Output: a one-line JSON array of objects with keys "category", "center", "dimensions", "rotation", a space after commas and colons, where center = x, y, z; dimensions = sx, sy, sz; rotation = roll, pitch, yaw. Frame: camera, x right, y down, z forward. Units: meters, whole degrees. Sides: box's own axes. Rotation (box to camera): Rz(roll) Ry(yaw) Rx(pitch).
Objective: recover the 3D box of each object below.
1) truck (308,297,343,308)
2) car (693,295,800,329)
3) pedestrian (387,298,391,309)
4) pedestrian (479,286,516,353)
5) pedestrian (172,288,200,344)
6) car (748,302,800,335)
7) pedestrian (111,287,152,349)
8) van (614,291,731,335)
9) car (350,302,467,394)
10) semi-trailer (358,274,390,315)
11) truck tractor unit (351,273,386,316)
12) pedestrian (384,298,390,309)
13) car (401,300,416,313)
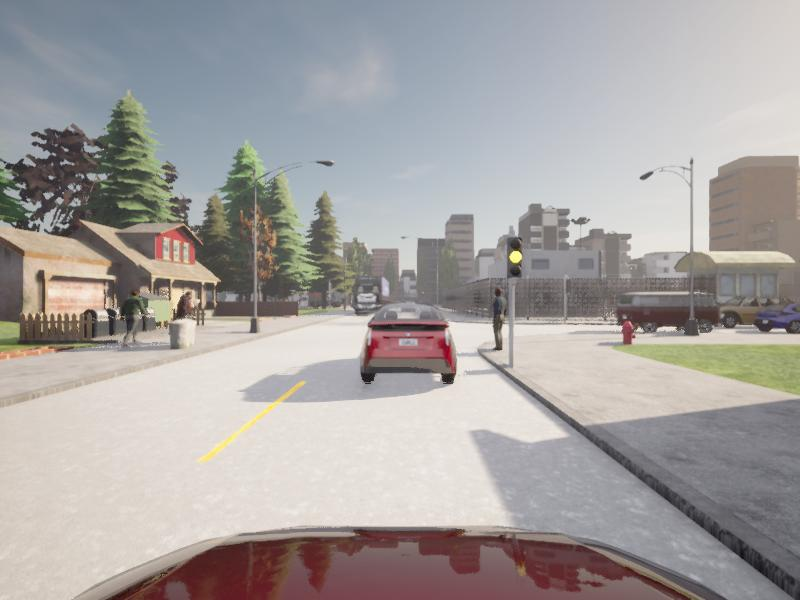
[{"category": "truck", "center": [-14.363, 0.536, 77.468], "dimensions": [6.274, 2.098, 2.390], "rotation": [0, 0, 1]}, {"category": "car", "center": [19.941, 0.650, 23.076], "dimensions": [4.605, 1.855, 1.932], "rotation": [0, 0, 3]}, {"category": "pedestrian", "center": [-1.840, 0.631, 67.472], "dimensions": [0.751, 1.860, 0.751], "rotation": [0, 0, 3]}, {"category": "pedestrian", "center": [2.845, 0.533, 11.630], "dimensions": [0.751, 1.860, 0.751], "rotation": [0, 0, -41]}, {"category": "pedestrian", "center": [-7.379, 0.532, 13.821], "dimensions": [0.751, 1.860, 0.751], "rotation": [0, 0, -22]}, {"category": "car", "center": [19.645, 0.852, 19.217], "dimensions": [4.193, 1.474, 1.816], "rotation": [0, 0, 1]}, {"category": "pedestrian", "center": [-8.243, 0.532, 12.311], "dimensions": [0.751, 1.860, 0.751], "rotation": [0, 0, 1]}, {"category": "van", "center": [13.013, 0.597, 19.316], "dimensions": [4.442, 1.987, 1.775], "rotation": [0, 0, 0]}, {"category": "car", "center": [0.187, 0.828, 9.070], "dimensions": [2.007, 1.525, 4.514], "rotation": [0, 0, 1]}, {"category": "semi-trailer", "center": [-2.970, -0.622, 49.845], "dimensions": [2.717, 4.402, 14.254], "rotation": [0, 0, 1]}, {"category": "truck tractor unit", "center": [-3.158, -0.523, 41.933], "dimensions": [3.053, 4.208, 6.516], "rotation": [0, 0, 1]}, {"category": "pedestrian", "center": [-2.195, 0.631, 68.517], "dimensions": [0.751, 1.860, 0.751], "rotation": [0, 0, -20]}, {"category": "car", "center": [1.039, 0.784, 50.245], "dimensions": [1.851, 1.617, 3.988], "rotation": [0, 0, 1]}]
